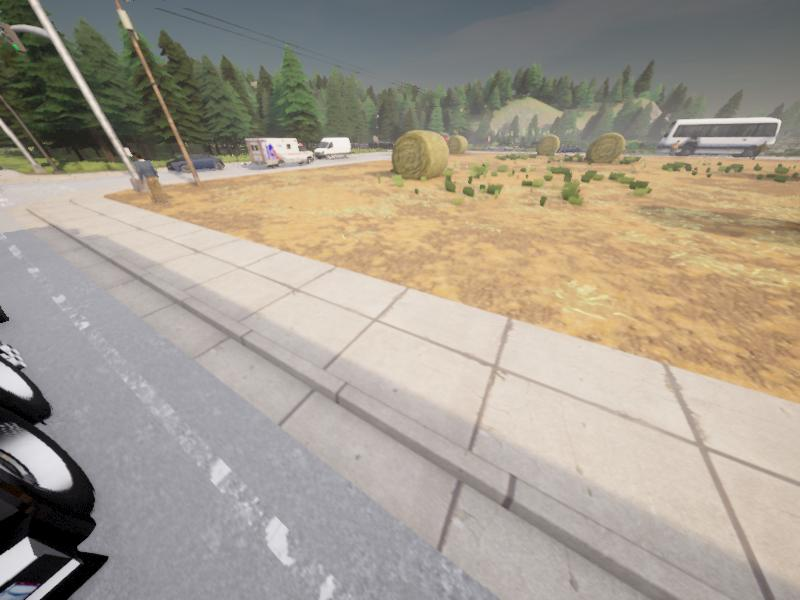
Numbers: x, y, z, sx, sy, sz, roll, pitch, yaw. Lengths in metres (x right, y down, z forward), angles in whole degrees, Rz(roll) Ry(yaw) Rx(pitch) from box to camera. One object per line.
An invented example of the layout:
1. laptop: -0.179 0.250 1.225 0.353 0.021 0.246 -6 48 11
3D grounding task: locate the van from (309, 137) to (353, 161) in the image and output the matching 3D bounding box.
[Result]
1. van: -9.472 -21.257 32.430 1.988 2.561 5.915 19 39 25

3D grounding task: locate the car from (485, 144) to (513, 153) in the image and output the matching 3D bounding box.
1. car: 20.247 -30.984 47.171 4.718 1.301 1.895 21 40 27

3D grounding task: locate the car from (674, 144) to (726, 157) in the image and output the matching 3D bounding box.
1. car: 43.946 -22.063 34.001 4.193 1.474 1.816 21 40 27

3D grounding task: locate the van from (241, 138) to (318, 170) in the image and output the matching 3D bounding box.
1. van: -11.899 -15.019 23.590 2.351 2.431 6.366 19 39 25

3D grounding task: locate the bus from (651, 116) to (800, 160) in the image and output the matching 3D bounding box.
1. bus: 42.011 -21.564 30.869 10.273 4.253 3.944 21 40 27

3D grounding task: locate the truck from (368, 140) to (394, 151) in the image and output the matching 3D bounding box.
1. truck: -4.759 -38.376 57.299 6.274 2.098 2.390 21 40 28

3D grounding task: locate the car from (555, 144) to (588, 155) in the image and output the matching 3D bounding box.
1. car: 28.816 -25.393 38.912 4.193 1.474 1.816 21 40 27

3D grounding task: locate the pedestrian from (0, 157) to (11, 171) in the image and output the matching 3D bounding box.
1. pedestrian: -34.967 -12.168 19.833 0.751 1.860 0.751 23 41 30

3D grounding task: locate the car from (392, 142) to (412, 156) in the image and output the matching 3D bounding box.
1. car: 0.399 -26.513 40.459 1.905 1.878 3.866 19 39 25

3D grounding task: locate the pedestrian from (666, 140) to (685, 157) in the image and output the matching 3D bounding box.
1. pedestrian: 35.675 -19.632 29.933 0.751 1.860 0.751 19 39 26

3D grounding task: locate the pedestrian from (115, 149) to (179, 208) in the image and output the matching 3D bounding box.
1. pedestrian: -9.470 -4.576 8.717 0.751 1.860 0.751 20 40 26

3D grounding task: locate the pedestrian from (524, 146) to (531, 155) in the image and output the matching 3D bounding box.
1. pedestrian: 20.109 -23.610 36.456 0.500 1.100 0.500 -21 40 -27

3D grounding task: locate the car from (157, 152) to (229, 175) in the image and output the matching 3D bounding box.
1. car: -18.344 -12.321 20.696 1.994 1.385 4.181 19 39 25

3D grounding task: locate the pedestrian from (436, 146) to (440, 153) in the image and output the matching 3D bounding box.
1. pedestrian: 7.208 -28.493 43.629 0.500 1.100 0.500 -27 43 -33

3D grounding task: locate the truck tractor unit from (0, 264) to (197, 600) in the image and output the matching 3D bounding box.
1. truck tractor unit: -5.107 -0.306 0.775 6.516 4.208 3.053 19 39 24
